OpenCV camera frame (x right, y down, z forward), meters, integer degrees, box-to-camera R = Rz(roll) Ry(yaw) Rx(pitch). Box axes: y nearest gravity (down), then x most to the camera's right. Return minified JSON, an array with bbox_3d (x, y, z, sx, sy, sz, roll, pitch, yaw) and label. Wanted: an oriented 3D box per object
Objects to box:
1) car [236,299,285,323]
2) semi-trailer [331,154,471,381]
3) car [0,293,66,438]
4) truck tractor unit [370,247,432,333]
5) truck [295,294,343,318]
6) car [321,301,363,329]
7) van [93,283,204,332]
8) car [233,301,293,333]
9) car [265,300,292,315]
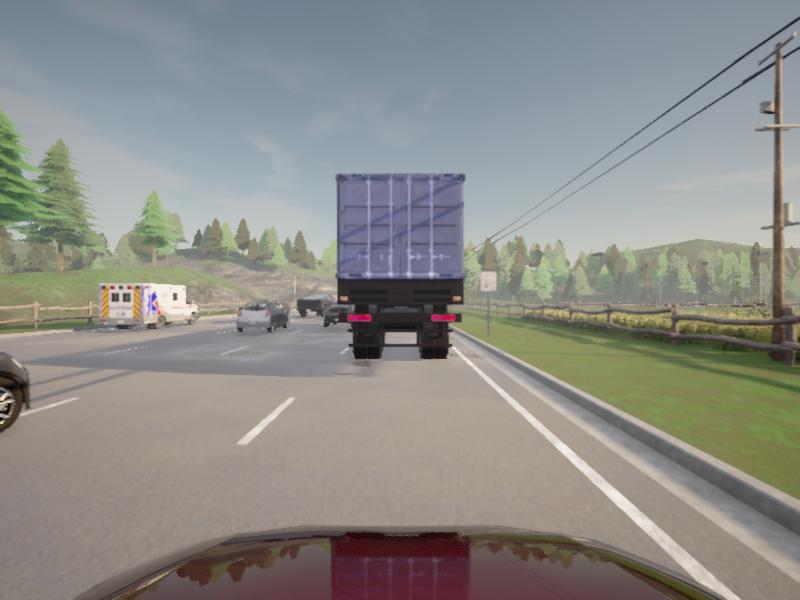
[{"bbox_3d":[-10.428,0.774,30.375,1.930,1.638,5.238,0,0,0],"label":"car"},{"bbox_3d":[0.031,-0.616,14.895,2.717,4.402,14.254,0,0,0],"label":"semi-trailer"},{"bbox_3d":[-6.035,0.755,3.328,2.242,1.667,4.611,0,0,11],"label":"car"},{"bbox_3d":[0.054,-0.515,22.810,3.053,4.208,6.516,0,0,0],"label":"truck tractor unit"},{"bbox_3d":[-7.521,0.546,38.001,2.390,2.098,6.274,0,0,9],"label":"truck"},{"bbox_3d":[-3.446,0.847,24.633,1.837,1.490,4.892,0,0,0],"label":"car"},{"bbox_3d":[-13.947,0.380,22.900,2.351,2.431,6.366,0,0,0],"label":"van"},{"bbox_3d":[-6.954,0.829,20.685,1.845,1.501,3.633,0,0,0],"label":"car"},{"bbox_3d":[-13.884,0.793,45.949,1.851,1.617,3.988,0,0,0],"label":"car"}]
